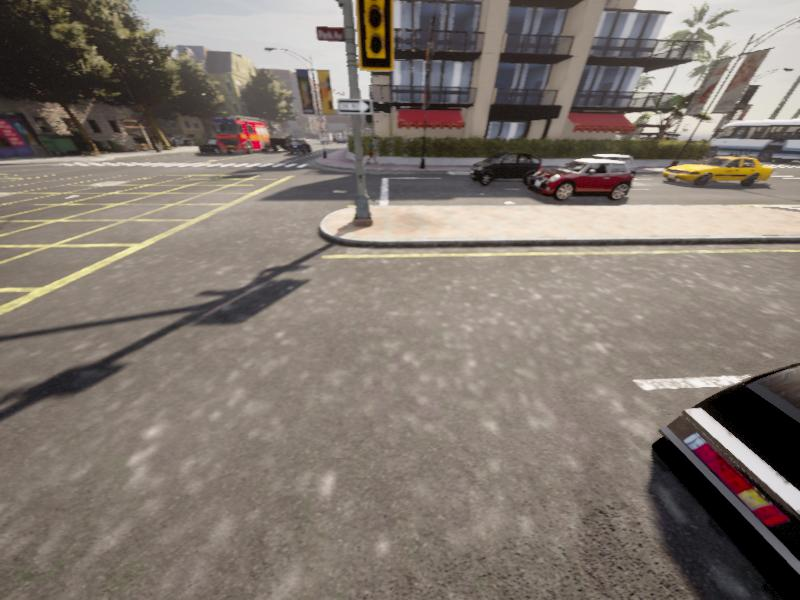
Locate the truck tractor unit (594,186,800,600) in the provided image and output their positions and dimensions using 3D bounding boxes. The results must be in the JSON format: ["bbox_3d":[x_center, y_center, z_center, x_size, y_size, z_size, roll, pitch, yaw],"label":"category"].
[{"bbox_3d":[5.371,0.183,0.120,6.516,4.208,3.053,-2,35,-4],"label":"truck tractor unit"}]

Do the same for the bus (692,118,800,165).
[{"bbox_3d":[45.659,-19.986,29.040,3.944,4.253,10.273,-1,36,-3],"label":"bus"}]

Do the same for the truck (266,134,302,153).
[{"bbox_3d":[-16.786,-23.072,33.896,2.390,2.098,6.274,-2,36,-3],"label":"truck"}]

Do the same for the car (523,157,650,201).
[{"bbox_3d":[8.084,-5.459,10.397,3.806,1.475,1.970,-1,36,-3],"label":"car"}]

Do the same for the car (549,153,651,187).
[{"bbox_3d":[11.378,-7.579,13.420,3.806,1.475,1.970,-1,36,-3],"label":"car"}]

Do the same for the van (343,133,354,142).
[{"bbox_3d":[-16.368,-52.119,74.095,2.351,2.431,6.366,-2,36,-3],"label":"van"}]

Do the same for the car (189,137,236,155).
[{"bbox_3d":[-23.434,-19.505,29.181,1.930,1.638,5.238,-2,36,-4],"label":"car"}]

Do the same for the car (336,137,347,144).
[{"bbox_3d":[-15.343,-42.021,60.942,1.994,1.385,4.181,-2,36,-3],"label":"car"}]

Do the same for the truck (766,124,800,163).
[{"bbox_3d":[49.493,-17.286,25.720,2.891,3.827,8.468,-1,36,-3],"label":"truck"}]

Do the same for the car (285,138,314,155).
[{"bbox_3d":[-12.983,-20.059,30.180,2.033,1.649,4.856,-2,36,-3],"label":"car"}]

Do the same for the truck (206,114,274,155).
[{"bbox_3d":[-20.015,-21.268,29.837,2.891,3.827,8.468,-2,36,-3],"label":"truck"}]

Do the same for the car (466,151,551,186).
[{"bbox_3d":[5.955,-7.484,13.109,3.705,1.549,1.789,-1,36,-3],"label":"car"}]

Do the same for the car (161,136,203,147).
[{"bbox_3d":[-39.225,-28.613,41.642,4.974,1.542,2.038,-1,36,-3],"label":"car"}]

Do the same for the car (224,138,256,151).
[{"bbox_3d":[-23.853,-23.350,34.699,1.812,1.442,4.674,-2,36,-3],"label":"car"}]

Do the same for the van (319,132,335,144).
[{"bbox_3d":[-18.746,-41.594,59.379,2.351,2.431,6.366,-2,36,-3],"label":"van"}]

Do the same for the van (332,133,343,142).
[{"bbox_3d":[-19.857,-51.982,73.833,2.351,2.431,6.366,-2,36,-3],"label":"van"}]

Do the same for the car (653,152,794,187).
[{"bbox_3d":[19.014,-7.800,13.797,5.366,1.575,1.801,-1,36,-3],"label":"car"}]

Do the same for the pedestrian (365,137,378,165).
[{"bbox_3d":[-2.281,-12.017,18.691,0.751,1.860,0.751,4,36,5],"label":"pedestrian"}]
